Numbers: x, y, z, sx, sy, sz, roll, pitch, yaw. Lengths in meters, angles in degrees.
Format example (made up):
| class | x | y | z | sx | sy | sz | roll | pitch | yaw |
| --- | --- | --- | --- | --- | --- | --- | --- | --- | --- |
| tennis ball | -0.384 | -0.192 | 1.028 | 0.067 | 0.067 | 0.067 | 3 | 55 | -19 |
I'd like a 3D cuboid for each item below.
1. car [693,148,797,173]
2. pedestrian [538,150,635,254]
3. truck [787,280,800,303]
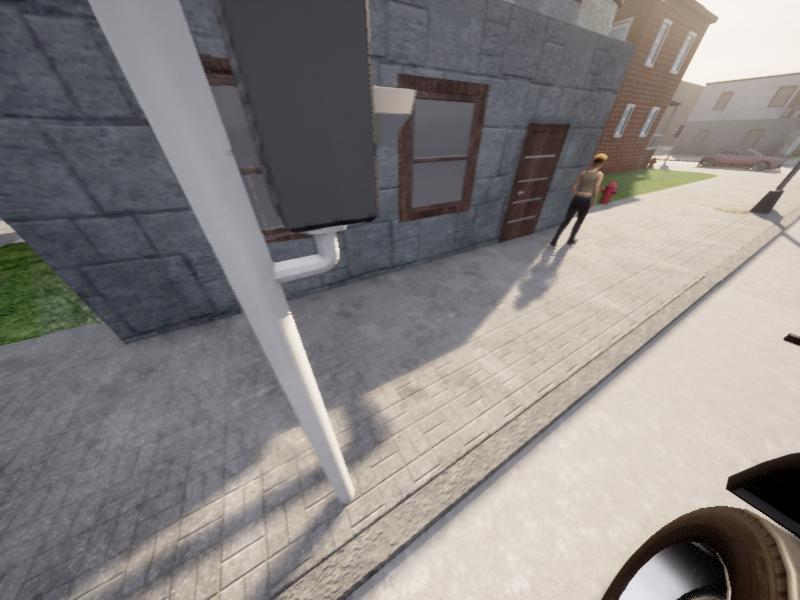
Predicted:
| class | x | y | z | sx | sy | sz | roll | pitch | yaw |
| --- | --- | --- | --- | --- | --- | --- | --- | --- | --- |
| car | 26.642 | -10.991 | 18.059 | 1.994 | 1.385 | 4.181 | -19 | 40 | -25 |
| pedestrian | 3.847 | -2.063 | 4.930 | 0.751 | 1.860 | 0.751 | -18 | 39 | -24 |
| truck | 9.347 | -1.093 | 3.255 | 5.204 | 2.467 | 2.627 | -18 | 39 | -24 |
